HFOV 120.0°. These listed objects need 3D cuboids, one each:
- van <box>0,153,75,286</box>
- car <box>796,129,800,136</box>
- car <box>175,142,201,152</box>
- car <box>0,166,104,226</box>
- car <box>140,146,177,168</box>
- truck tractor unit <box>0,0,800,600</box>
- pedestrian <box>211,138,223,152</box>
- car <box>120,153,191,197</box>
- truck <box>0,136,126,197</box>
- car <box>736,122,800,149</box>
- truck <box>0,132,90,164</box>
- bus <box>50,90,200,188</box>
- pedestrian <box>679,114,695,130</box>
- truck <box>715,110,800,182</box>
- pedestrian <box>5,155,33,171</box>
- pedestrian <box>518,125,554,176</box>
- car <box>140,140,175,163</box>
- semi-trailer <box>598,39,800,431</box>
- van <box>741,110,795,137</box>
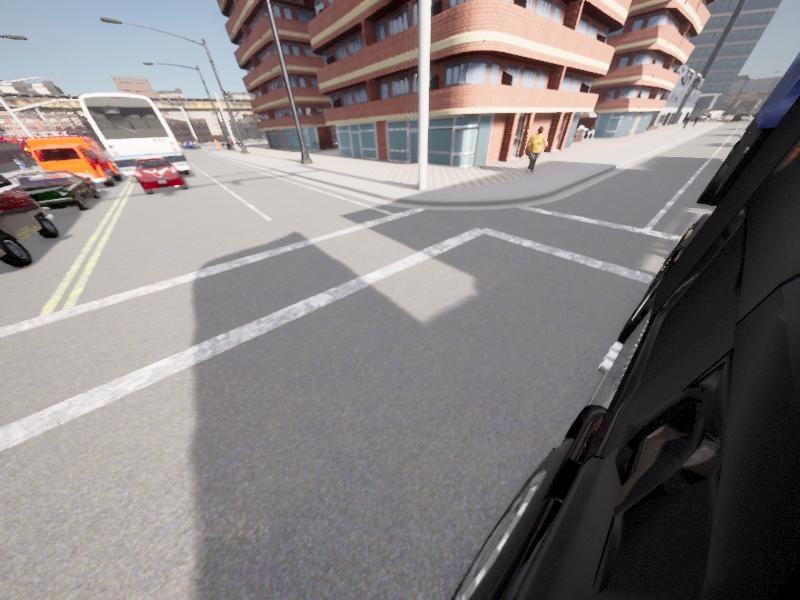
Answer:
[{"bbox_3d":[-9.883,-1.780,4.983,2.069,2.038,4.480,-29,44,-31],"label":"van"},{"bbox_3d":[40.689,-16.987,22.156,3.866,1.878,1.905,-28,44,-30],"label":"car"},{"bbox_3d":[-44.759,-32.447,48.827,3.806,1.475,1.970,-26,43,-28],"label":"car"},{"bbox_3d":[-14.377,-4.484,9.520,1.895,1.301,4.718,-29,44,-31],"label":"car"},{"bbox_3d":[-25.294,-15.045,24.175,2.038,1.542,4.974,-30,44,-31],"label":"car"},{"bbox_3d":[2.645,-0.295,0.351,6.516,4.208,3.053,-28,44,-30],"label":"truck tractor unit"},{"bbox_3d":[-29.693,-25.259,37.570,0.751,1.860,0.751,-15,38,-15],"label":"pedestrian"},{"bbox_3d":[-12.703,-6.667,12.136,1.845,1.501,3.633,-29,44,-31],"label":"car"},{"bbox_3d":[-19.192,-8.102,13.696,2.627,2.467,5.204,-29,44,-30],"label":"truck"},{"bbox_3d":[26.985,-12.169,17.039,4.181,1.385,1.994,-28,44,-30],"label":"car"},{"bbox_3d":[-60.089,-25.778,38.895,8.468,3.827,2.891,-28,44,-30],"label":"truck"},{"bbox_3d":[-18.319,-11.271,16.392,3.944,4.253,10.273,-29,44,-30],"label":"bus"},{"bbox_3d":[44.155,-27.366,35.544,0.751,1.860,0.751,-28,43,-30],"label":"pedestrian"},{"bbox_3d":[16.535,-6.885,10.040,6.274,2.098,2.390,-28,44,-30],"label":"truck"},{"bbox_3d":[-37.829,-13.597,22.957,0.751,1.300,0.751,-26,43,-28],"label":"pedestrian"},{"bbox_3d":[6.035,-6.694,10.374,0.751,1.860,0.751,5,37,10],"label":"pedestrian"},{"bbox_3d":[-30.471,-18.686,28.956,2.150,2.045,5.566,-31,45,-32],"label":"car"},{"bbox_3d":[8.693,-3.610,4.231,14.254,4.402,2.717,-28,44,-30],"label":"semi-trailer"},{"bbox_3d":[37.351,-18.002,23.606,4.480,2.038,2.069,-28,44,-30],"label":"van"}]
